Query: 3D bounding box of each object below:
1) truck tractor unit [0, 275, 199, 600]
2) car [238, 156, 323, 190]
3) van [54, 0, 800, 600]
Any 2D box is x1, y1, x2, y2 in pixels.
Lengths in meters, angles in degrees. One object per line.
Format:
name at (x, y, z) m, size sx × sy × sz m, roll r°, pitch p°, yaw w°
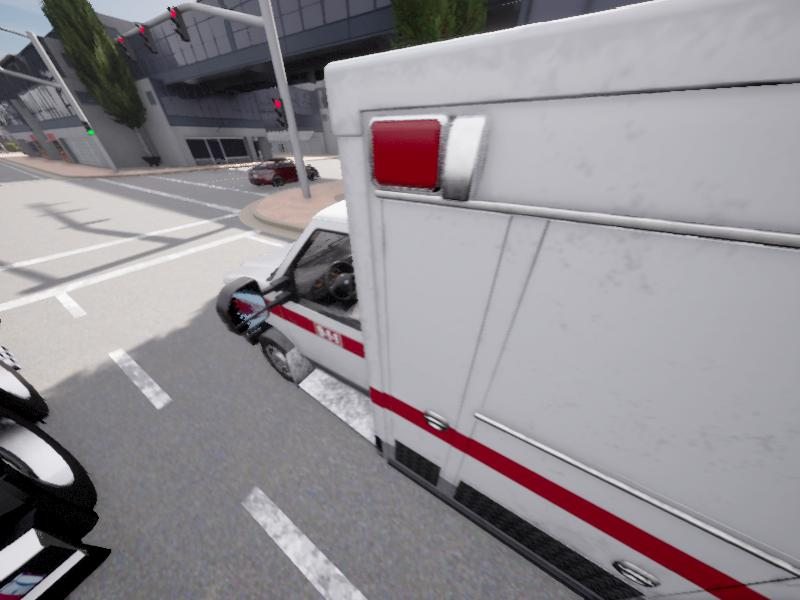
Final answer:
truck tractor unit at (-5.129, -0.283, 0.752) m, size 6.516 × 4.208 × 3.053 m, roll 18°, pitch 39°, yaw 23°
car at (-7.130, -7.981, 14.330) m, size 1.994 × 1.385 × 4.181 m, roll 16°, pitch 38°, yaw 23°
van at (1.270, 0.187, 1.595) m, size 6.366 × 2.431 × 2.351 m, roll 18°, pitch 39°, yaw 24°
